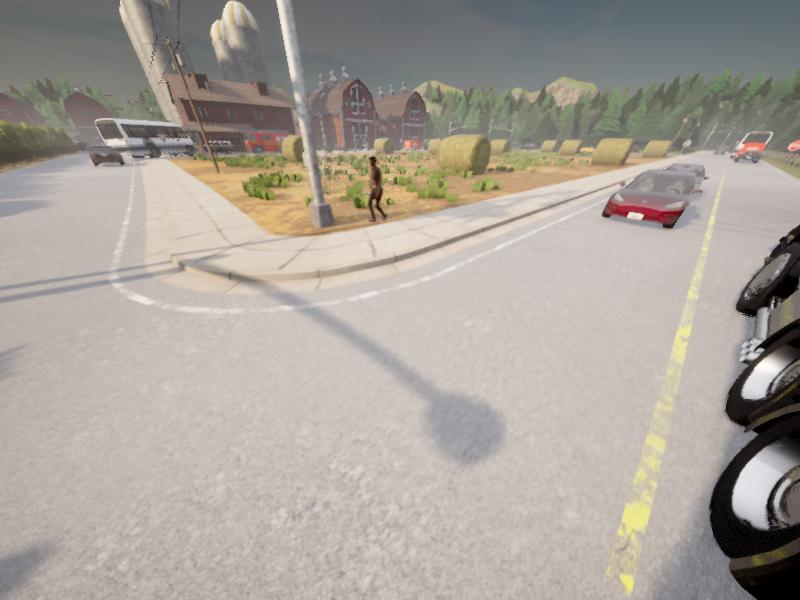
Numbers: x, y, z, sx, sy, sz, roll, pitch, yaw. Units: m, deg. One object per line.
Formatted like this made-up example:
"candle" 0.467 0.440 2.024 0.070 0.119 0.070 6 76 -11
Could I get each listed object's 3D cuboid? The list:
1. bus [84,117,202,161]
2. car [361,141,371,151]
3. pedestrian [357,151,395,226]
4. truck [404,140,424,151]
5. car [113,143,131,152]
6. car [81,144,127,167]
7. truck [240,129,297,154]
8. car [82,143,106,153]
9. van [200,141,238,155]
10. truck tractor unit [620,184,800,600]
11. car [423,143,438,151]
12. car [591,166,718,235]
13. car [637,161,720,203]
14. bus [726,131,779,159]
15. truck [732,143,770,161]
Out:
"bus" -34.712 -22.469 32.436 3.944 4.253 10.273 0 35 5
"car" -9.190 -41.890 62.757 1.905 1.878 3.866 7 37 -1
"pedestrian" -0.679 -3.272 6.815 0.751 1.860 0.751 -21 40 -28
"truck" 3.915 -43.020 64.353 5.204 2.467 2.627 -28 44 -35
"car" -56.095 -30.740 46.573 4.892 1.490 1.837 29 43 35
"car" -30.498 -15.097 23.977 2.097 1.767 4.553 -28 43 -34
"truck" -25.218 -30.656 44.799 8.468 3.827 2.891 -28 44 -35
"car" -57.354 -28.601 43.420 2.038 1.542 4.974 -29 44 -35
"van" -31.533 -26.528 40.287 4.480 2.038 2.069 -28 44 -35
"truck tractor unit" 4.974 -0.415 0.968 6.516 4.208 3.053 -24 42 -30
"car" 9.125 -45.585 68.672 4.605 1.855 1.932 -28 44 -35
"car" 9.461 -3.911 8.534 4.792 1.488 2.163 -25 42 -32
"car" 15.106 -6.528 12.489 5.357 1.411 2.033 -25 42 -32
"bus" 69.748 -30.865 46.070 10.273 4.253 3.944 -25 42 -32
"truck" 59.743 -25.343 39.487 5.204 2.467 2.627 -25 42 -32
